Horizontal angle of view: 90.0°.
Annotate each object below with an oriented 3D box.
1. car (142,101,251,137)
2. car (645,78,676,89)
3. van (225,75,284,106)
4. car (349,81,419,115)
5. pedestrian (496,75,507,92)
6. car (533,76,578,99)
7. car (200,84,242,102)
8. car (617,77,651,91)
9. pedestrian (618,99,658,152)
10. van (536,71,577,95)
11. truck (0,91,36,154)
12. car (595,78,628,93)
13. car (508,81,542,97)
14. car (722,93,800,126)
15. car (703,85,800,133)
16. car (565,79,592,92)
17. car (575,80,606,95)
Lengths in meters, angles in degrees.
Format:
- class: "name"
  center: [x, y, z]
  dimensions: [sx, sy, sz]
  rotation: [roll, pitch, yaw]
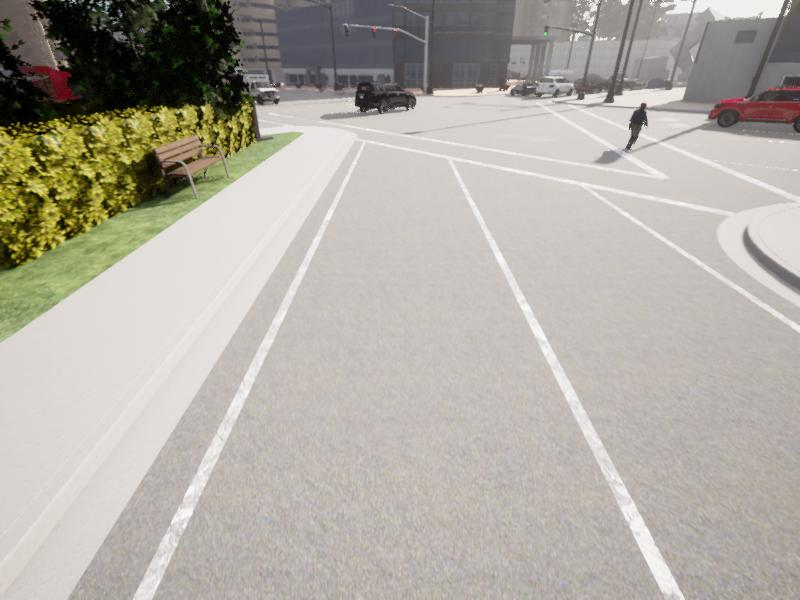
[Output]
- class: "car"
  center: [-10.782, -9.795, 21.503]
  dimensions: [4.718, 1.301, 1.895]
  rotation: [-25, 38, -36]
- class: "car"
  center: [40.495, -33.683, 62.197]
  dimensions: [4.193, 1.474, 1.816]
  rotation: [-15, 33, -23]
- class: "van"
  center: [-14.100, -20.361, 38.686]
  dimensions: [2.351, 2.431, 6.366]
  rotation: [-26, 39, -37]
- class: "car"
  center: [-1.072, -15.441, 30.436]
  dimensions: [2.150, 2.045, 5.566]
  rotation: [22, 36, 32]
- class: "pedestrian"
  center: [12.890, -27.467, 50.845]
  dimensions: [0.751, 1.860, 0.751]
  rotation: [25, 39, 36]
- class: "car"
  center: [17.619, -24.117, 45.261]
  dimensions: [5.566, 2.045, 2.150]
  rotation: [-26, 39, -37]
- class: "car"
  center: [-19.605, -22.693, 43.770]
  dimensions: [2.128, 1.511, 4.902]
  rotation: [-27, 39, -37]
- class: "car"
  center: [34.445, -31.832, 58.866]
  dimensions: [5.238, 1.638, 1.930]
  rotation: [-22, 37, -33]
- class: "pedestrian"
  center: [9.442, -6.934, 15.939]
  dimensions: [0.751, 1.860, 0.751]
  rotation: [5, 31, 8]
- class: "van"
  center: [20.112, -27.983, 51.393]
  dimensions: [5.915, 2.561, 1.988]
  rotation: [-26, 39, -37]
- class: "truck"
  center: [-18.306, -6.498, 15.069]
  dimensions: [6.274, 2.098, 2.390]
  rotation: [-26, 39, -37]
- class: "car"
  center: [29.105, -29.528, 54.924]
  dimensions: [5.238, 1.638, 1.930]
  rotation: [-26, 39, -37]
- class: "car"
  center: [14.747, -24.893, 47.161]
  dimensions: [4.193, 1.474, 1.816]
  rotation: [-26, 39, -37]
- class: "car"
  center: [22.705, -11.366, 23.837]
  dimensions: [1.882, 1.535, 5.008]
  rotation: [-26, 39, -37]
- class: "car"
  center: [20.223, -10.338, 21.567]
  dimensions: [2.150, 2.045, 5.566]
  rotation: [-26, 39, -37]
- class: "car"
  center: [24.860, -29.928, 55.721]
  dimensions: [3.633, 1.501, 1.845]
  rotation: [-27, 40, -38]
- class: "car"
  center: [24.249, -27.104, 50.941]
  dimensions: [4.193, 1.474, 1.816]
  rotation: [-26, 39, -37]
